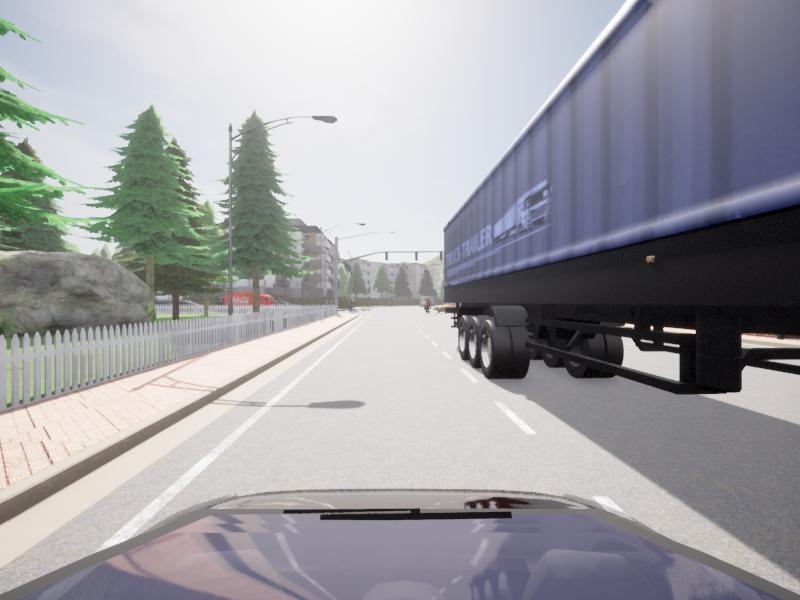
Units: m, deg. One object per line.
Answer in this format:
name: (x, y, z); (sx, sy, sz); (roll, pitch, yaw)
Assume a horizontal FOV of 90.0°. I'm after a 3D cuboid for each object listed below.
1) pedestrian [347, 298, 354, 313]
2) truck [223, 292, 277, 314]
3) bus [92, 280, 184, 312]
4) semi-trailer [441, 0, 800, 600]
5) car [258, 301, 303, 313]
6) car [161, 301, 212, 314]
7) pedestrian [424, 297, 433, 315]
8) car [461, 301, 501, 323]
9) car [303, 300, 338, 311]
pedestrian: (-6.181, 0.637, 50.355); (0.751, 1.860, 0.751); (0, 0, 2)
truck: (-17.188, 0.357, 46.139); (5.204, 2.467, 2.627); (0, 0, 0)
bus: (-36.711, -0.535, 56.391); (10.273, 4.253, 3.944); (0, 0, 0)
semi-trailer: (3.062, -0.618, 6.800); (2.717, 4.402, 14.254); (0, 0, -2)
car: (-14.752, 0.836, 49.654); (4.902, 1.511, 2.128); (0, 0, 0)
car: (-24.545, 0.845, 46.090); (4.892, 1.490, 1.837); (0, 0, 0)
pedestrian: (2.937, 0.637, 41.321); (0.751, 1.860, 0.751); (0, 0, -21)
car: (6.005, 0.823, 30.287); (1.882, 1.535, 5.008); (0, 0, -2)
car: (-11.252, 0.828, 56.677); (4.514, 1.525, 2.007); (0, 0, 0)
